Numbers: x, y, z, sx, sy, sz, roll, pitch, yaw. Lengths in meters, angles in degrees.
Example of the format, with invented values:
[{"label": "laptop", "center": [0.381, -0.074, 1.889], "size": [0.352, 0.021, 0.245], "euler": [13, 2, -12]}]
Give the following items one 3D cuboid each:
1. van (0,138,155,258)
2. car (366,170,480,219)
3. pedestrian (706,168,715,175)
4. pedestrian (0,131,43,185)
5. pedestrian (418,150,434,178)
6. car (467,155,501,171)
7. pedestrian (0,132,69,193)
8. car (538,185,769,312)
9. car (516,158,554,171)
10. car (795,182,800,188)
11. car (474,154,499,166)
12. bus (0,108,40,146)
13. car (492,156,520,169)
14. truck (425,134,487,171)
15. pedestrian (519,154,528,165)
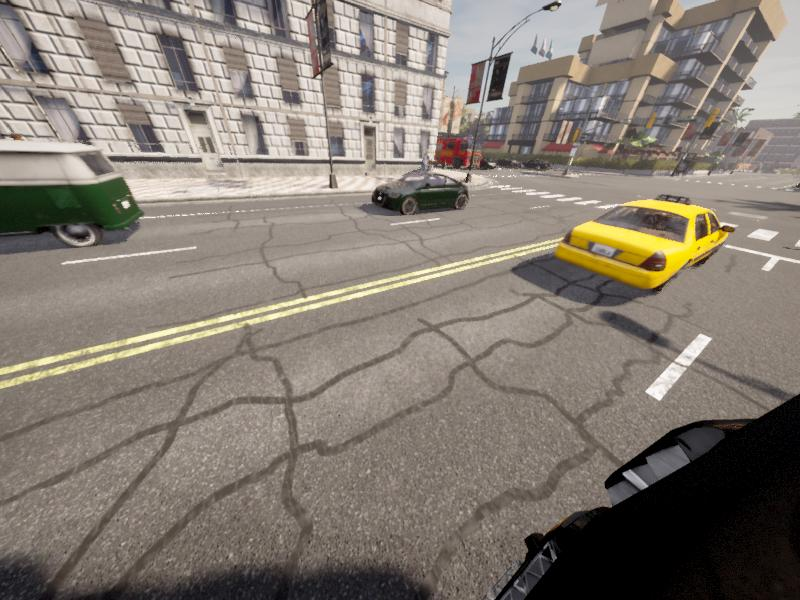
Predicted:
[{"label": "van", "center": [-8.589, -2.050, 4.592], "size": [4.442, 1.987, 1.775], "euler": [-15, 38, -25]}, {"label": "car", "center": [0.950, -4.561, 9.661], "size": [4.181, 1.385, 1.994], "euler": [-16, 38, -26]}, {"label": "pedestrian", "center": [61.620, -25.543, 45.844], "size": [0.500, 1.100, 0.500], "euler": [-14, 37, -24]}, {"label": "pedestrian", "center": [-16.212, -5.818, 9.486], "size": [0.751, 1.860, 0.751], "euler": [-16, 38, -26]}, {"label": "pedestrian", "center": [2.064, -10.901, 18.542], "size": [0.751, 1.860, 0.751], "euler": [-16, 38, -26]}, {"label": "car", "center": [11.651, -19.276, 32.449], "size": [1.851, 1.617, 3.988], "euler": [-16, 38, -26]}, {"label": "pedestrian", "center": [-13.542, -5.009, 8.470], "size": [0.751, 1.860, 0.751], "euler": [-20, 40, -30]}, {"label": "car", "center": [5.913, -1.570, 5.339], "size": [5.366, 1.575, 1.801], "euler": [-16, 38, -26]}, {"label": "car", "center": [21.724, -21.910, 37.292], "size": [1.837, 1.490, 4.892], "euler": [-16, 38, -26]}, {"label": "car", "center": [53.184, -15.150, 29.337], "size": [4.611, 1.667, 2.242], "euler": [-16, 38, -26]}, {"label": "car", "center": [16.616, -26.918, 44.350], "size": [1.851, 1.617, 3.988], "euler": [-16, 38, -26]}, {"label": "bus", "center": [-58.854, -23.297, 30.742], "size": [10.273, 4.253, 3.944], "euler": [-16, 38, -26]}, {"label": "car", "center": [17.250, -22.479, 37.753], "size": [1.789, 1.549, 3.705], "euler": [-16, 38, -26]}, {"label": "truck", "center": [7.362, -20.575, 32.069], "size": [2.891, 3.827, 8.468], "euler": [-16, 38, -26]}, {"label": "pedestrian", "center": [24.148, -27.490, 45.237], "size": [0.751, 1.860, 0.751], "euler": [-9, 35, -17]}]
